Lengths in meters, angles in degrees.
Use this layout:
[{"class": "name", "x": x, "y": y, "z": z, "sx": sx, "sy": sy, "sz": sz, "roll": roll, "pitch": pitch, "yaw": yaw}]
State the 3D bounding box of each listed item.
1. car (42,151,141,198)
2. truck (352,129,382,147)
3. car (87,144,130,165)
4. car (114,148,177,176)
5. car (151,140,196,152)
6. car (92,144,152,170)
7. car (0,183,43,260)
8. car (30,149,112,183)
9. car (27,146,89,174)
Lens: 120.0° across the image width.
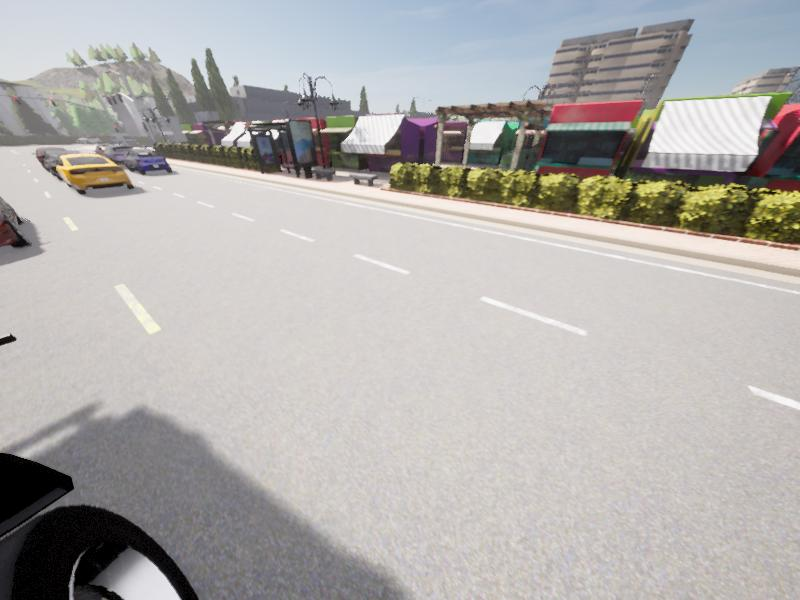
[{"class": "car", "x": -15.441, "y": -6.413, "z": 11.534, "sx": 5.008, "sy": 1.535, "sz": 1.882, "roll": 22, "pitch": 41, "yaw": 28}, {"class": "truck", "x": -8.867, "y": -44.129, "z": 63.068, "sx": 2.891, "sy": 3.827, "sz": 8.468, "roll": 23, "pitch": 41, "yaw": 29}, {"class": "car", "x": -28.693, "y": -14.405, "z": 22.760, "sx": 3.633, "sy": 1.501, "sz": 1.845, "roll": 25, "pitch": 42, "yaw": 30}, {"class": "car", "x": -18.517, "y": -10.104, "z": 16.796, "sx": 4.193, "sy": 1.474, "sz": 1.816, "roll": 22, "pitch": 41, "yaw": 28}, {"class": "car", "x": -39.263, "y": -26.770, "z": 40.122, "sx": 2.152, "sy": 1.651, "sz": 5.027, "roll": 25, "pitch": 42, "yaw": 30}, {"class": "car", "x": -23.843, "y": -12.368, "z": 19.829, "sx": 4.856, "sy": 1.649, "sz": 2.033, "roll": 23, "pitch": 41, "yaw": 28}, {"class": "car", "x": -11.027, "y": -2.061, "z": 5.451, "sx": 4.792, "sy": 1.488, "sz": 2.163, "roll": 22, "pitch": 41, "yaw": 28}, {"class": "car", "x": -20.937, "y": -8.640, "z": 14.695, "sx": 4.792, "sy": 1.488, "sz": 2.163, "roll": 22, "pitch": 41, "yaw": 28}, {"class": "car", "x": -26.517, "y": -10.962, "z": 17.891, "sx": 5.008, "sy": 1.535, "sz": 1.882, "roll": 22, "pitch": 41, "yaw": 28}]
